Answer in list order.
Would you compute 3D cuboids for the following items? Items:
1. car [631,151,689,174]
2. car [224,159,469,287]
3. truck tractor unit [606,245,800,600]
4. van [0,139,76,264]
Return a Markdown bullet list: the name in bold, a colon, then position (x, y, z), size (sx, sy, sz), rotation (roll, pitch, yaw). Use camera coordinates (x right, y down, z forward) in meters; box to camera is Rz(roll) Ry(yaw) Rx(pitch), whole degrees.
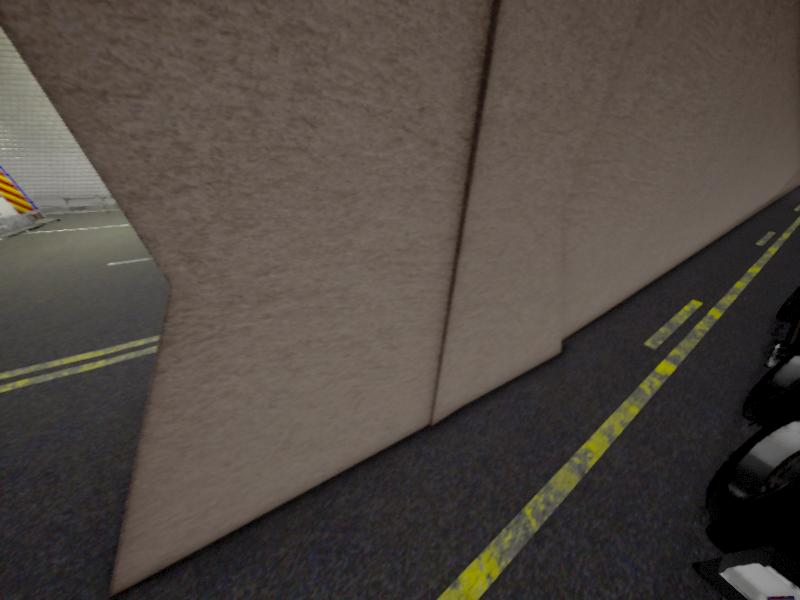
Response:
- **car**: position (23.401, -12.454, 20.797), size (4.514, 1.525, 2.007), rotation (-20, 40, -27)
- **car**: position (-0.953, -2.109, 5.400), size (4.605, 1.855, 1.932), rotation (-17, 39, -24)
- **truck tractor unit**: position (5.075, -0.335, 0.829), size (6.516, 4.208, 3.053), rotation (-20, 39, -26)
- **van**: position (-12.115, -1.768, 4.333), size (6.366, 2.431, 2.351), rotation (-10, 36, -14)
